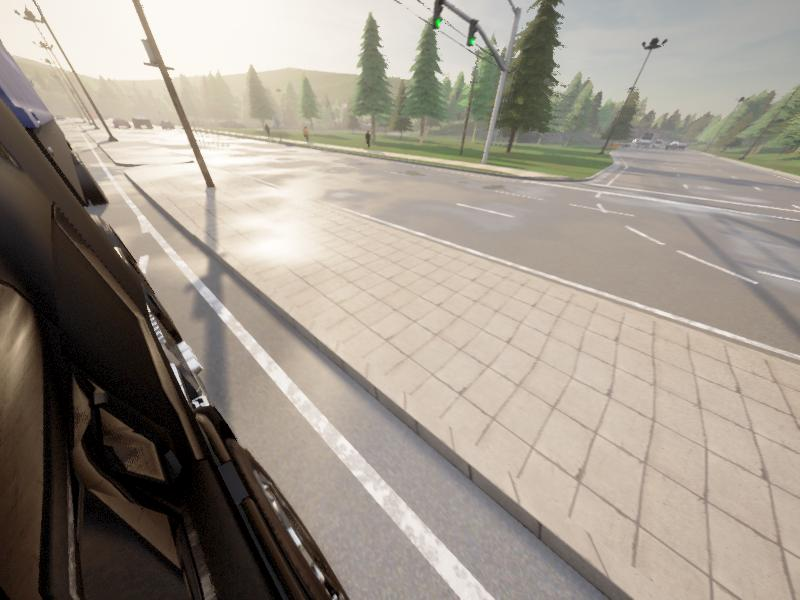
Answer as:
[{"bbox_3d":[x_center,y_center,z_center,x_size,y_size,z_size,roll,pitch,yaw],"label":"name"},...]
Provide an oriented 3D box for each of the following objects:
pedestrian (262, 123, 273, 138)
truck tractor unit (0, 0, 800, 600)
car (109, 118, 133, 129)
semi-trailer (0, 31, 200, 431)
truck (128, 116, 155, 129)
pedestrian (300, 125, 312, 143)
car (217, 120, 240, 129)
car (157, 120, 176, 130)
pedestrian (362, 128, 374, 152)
[{"bbox_3d":[-20.011,-25.644,34.979,0.751,1.860,0.751,31,45,32],"label":"pedestrian"},{"bbox_3d":[-2.645,-0.295,0.351,6.516,4.208,3.053,28,44,30],"label":"truck tractor unit"},{"bbox_3d":[-55.807,-35.385,46.240,5.027,1.651,2.152,29,44,31],"label":"car"},{"bbox_3d":[-8.643,-3.635,4.292,14.254,4.402,2.717,29,44,30],"label":"semi-trailer"},{"bbox_3d":[-55.831,-38.385,49.868,6.274,2.098,2.390,29,44,31],"label":"truck"},{"bbox_3d":[-11.828,-20.882,29.113,0.751,1.860,0.751,31,45,32],"label":"pedestrian"},{"bbox_3d":[-56.725,-58.196,76.486,2.150,2.045,5.566,30,44,31],"label":"car"},{"bbox_3d":[-50.820,-38.170,50.319,3.988,1.617,1.851,29,44,31],"label":"car"},{"bbox_3d":[-3.177,-15.857,22.922,0.751,1.860,0.751,31,45,32],"label":"pedestrian"}]
